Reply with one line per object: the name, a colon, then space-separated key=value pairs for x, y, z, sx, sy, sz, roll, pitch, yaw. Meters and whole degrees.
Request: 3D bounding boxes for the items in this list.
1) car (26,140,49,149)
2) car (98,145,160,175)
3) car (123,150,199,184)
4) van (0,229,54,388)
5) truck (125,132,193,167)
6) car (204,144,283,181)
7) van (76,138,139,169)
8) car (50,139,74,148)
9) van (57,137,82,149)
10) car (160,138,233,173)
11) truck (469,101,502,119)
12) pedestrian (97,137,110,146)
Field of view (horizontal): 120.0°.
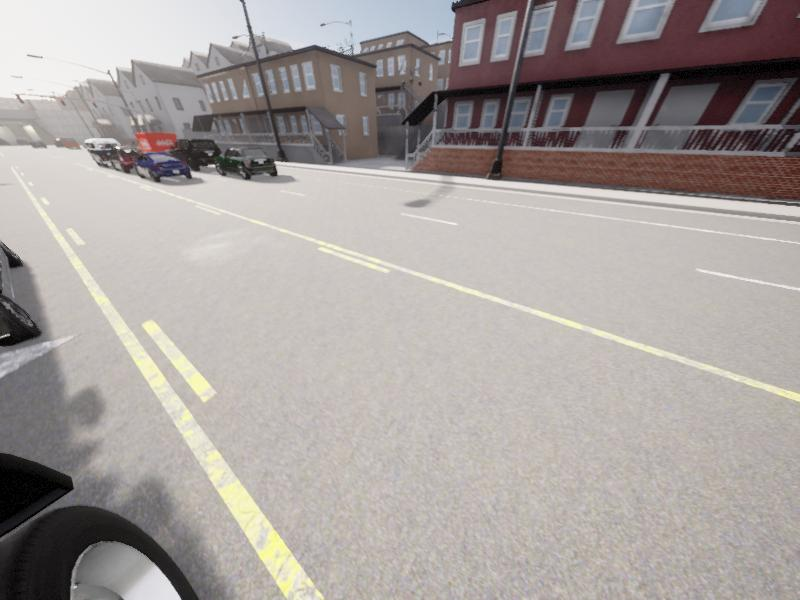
car: x=-80.238 y=-34.552 z=51.152 sx=4.514 sy=1.525 sz=2.007 roll=22 pitch=41 yaw=28
car: x=-20.437 y=-10.639 z=17.427 sx=3.988 sy=1.617 sz=1.851 roll=22 pitch=41 yaw=28
car: x=-14.799 y=-8.304 z=14.288 sx=4.674 sy=1.442 sz=1.812 roll=22 pitch=41 yaw=28
van: x=-7.190 y=-0.760 z=2.763 sx=5.915 sy=2.561 sz=1.988 roll=22 pitch=41 yaw=28
truck: x=-22.700 y=-14.281 z=21.792 sx=5.204 sy=2.467 sz=2.627 roll=23 pitch=41 yaw=29
car: x=-10.212 y=-9.085 z=15.075 sx=4.553 sy=1.767 sz=2.097 roll=22 pitch=41 yaw=28
van: x=-25.489 y=-12.840 z=20.145 sx=4.480 sy=2.038 sz=2.069 roll=22 pitch=41 yaw=28
car: x=-78.100 y=-36.203 z=53.384 sx=4.611 sy=1.667 sz=2.242 roll=22 pitch=41 yaw=28
van: x=-68.324 y=-32.464 z=47.750 sx=4.442 sy=1.987 sz=1.775 roll=22 pitch=41 yaw=28
car: x=-16.173 y=-11.563 z=18.339 sx=5.566 sy=2.045 sz=2.150 roll=22 pitch=41 yaw=28
truck: x=19.633 y=-43.668 z=53.180 sx=6.274 sy=2.098 sz=2.390 roll=31 pitch=45 yaw=19
pedestrian: x=-70.215 y=-37.549 z=54.685 sx=0.751 sy=1.860 sz=0.751 roll=4 pitch=36 yaw=6
